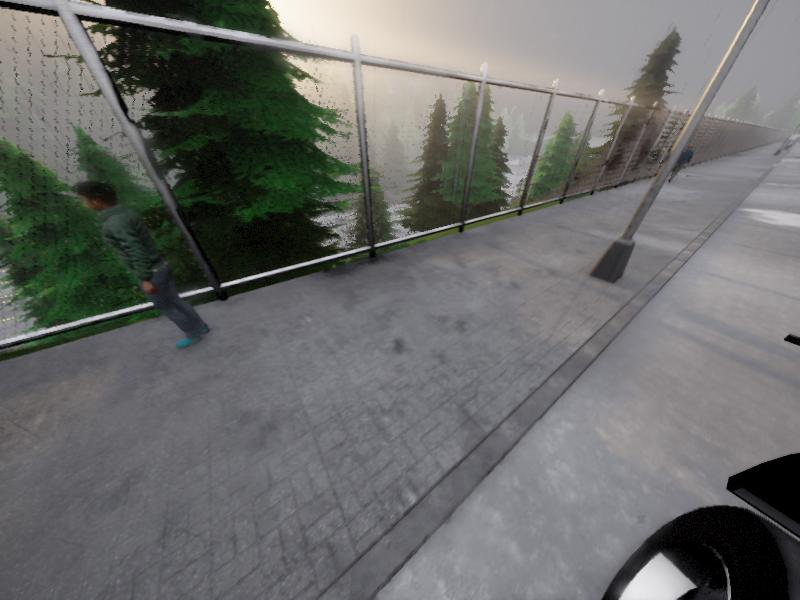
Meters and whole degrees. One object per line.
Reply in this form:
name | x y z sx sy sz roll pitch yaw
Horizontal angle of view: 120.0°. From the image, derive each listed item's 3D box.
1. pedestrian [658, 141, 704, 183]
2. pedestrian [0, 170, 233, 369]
pedestrian | 14.948 -7.348 12.331 0.751 1.860 0.751 -27 43 -33
pedestrian | -2.660 -0.273 2.480 0.751 1.860 0.751 -15 38 -20
